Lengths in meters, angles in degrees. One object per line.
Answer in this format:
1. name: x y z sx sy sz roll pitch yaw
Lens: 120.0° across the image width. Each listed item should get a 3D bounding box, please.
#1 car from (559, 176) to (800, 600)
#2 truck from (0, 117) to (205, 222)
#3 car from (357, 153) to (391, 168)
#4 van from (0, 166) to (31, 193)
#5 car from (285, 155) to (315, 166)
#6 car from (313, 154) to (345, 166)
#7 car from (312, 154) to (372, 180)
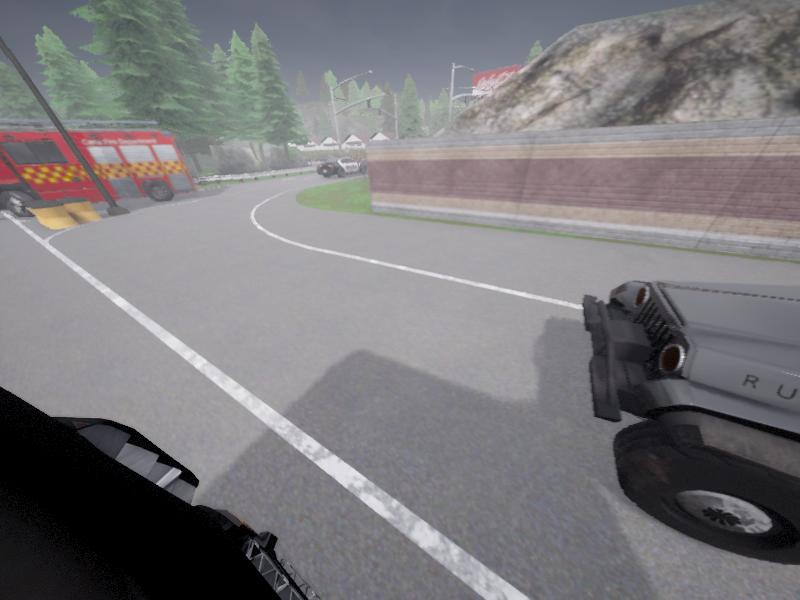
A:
1. car: 3.342 0.616 1.090 3.866 1.878 1.905 16 38 26
2. truck: -16.310 -6.960 12.074 8.468 3.827 2.891 -22 39 -27
3. car: -3.033 -17.072 28.267 1.994 1.385 4.181 16 36 26
4. van: -38.697 -11.730 22.362 4.480 2.038 2.069 17 38 26
5. car: -17.655 -24.756 40.942 5.008 1.535 1.882 17 38 26
6. car: -11.632 -22.956 37.881 4.792 1.488 2.163 16 38 26
7. car: -4.756 -11.585 19.939 2.038 1.542 4.974 16 38 26
